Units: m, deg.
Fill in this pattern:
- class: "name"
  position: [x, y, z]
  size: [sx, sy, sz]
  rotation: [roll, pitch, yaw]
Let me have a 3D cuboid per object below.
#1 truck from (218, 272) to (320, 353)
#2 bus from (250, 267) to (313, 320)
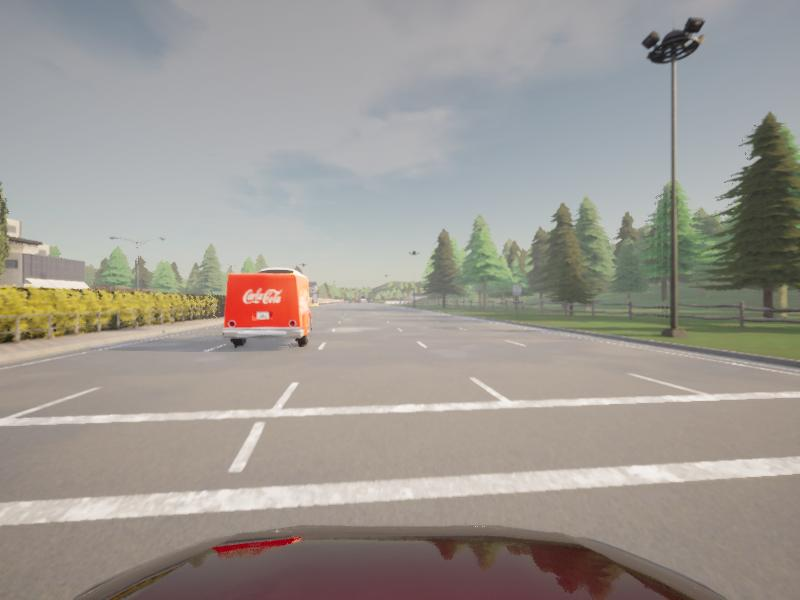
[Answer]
- class: "truck"
  position: [-4.553, 0.366, 14.956]
  size: [2.627, 2.467, 5.204]
  rotation: [0, 0, -6]
- class: "bus"
  position: [-10.708, -0.519, 37.683]
  size: [3.944, 4.253, 10.273]
  rotation: [0, 0, -6]
